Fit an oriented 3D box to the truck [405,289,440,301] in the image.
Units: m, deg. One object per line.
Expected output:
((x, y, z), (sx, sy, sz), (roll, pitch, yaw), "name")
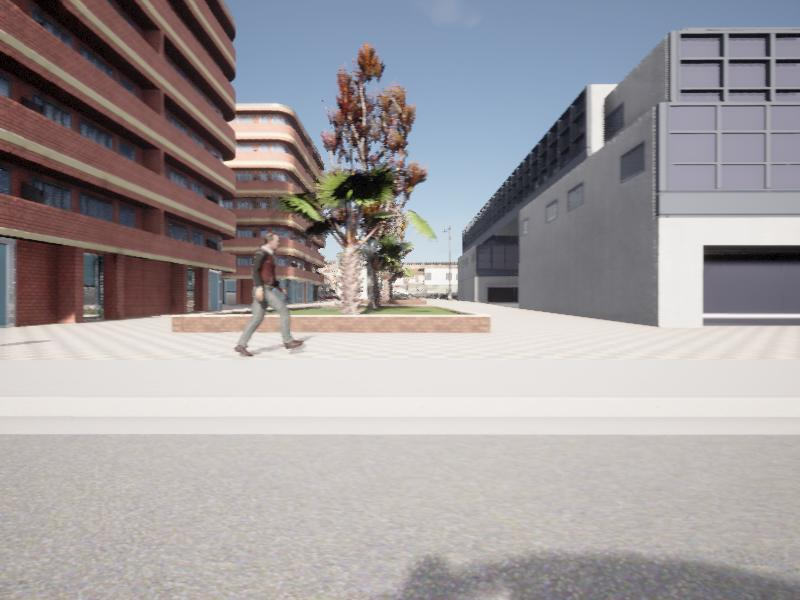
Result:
((4.038, -0.864, 73.434), (6.274, 2.098, 2.390), (0, 0, 0), "truck")

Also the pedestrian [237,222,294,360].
((-1.951, -0.120, 5.857), (0.751, 1.860, 0.751), (0, 0, -17), "pedestrian")
